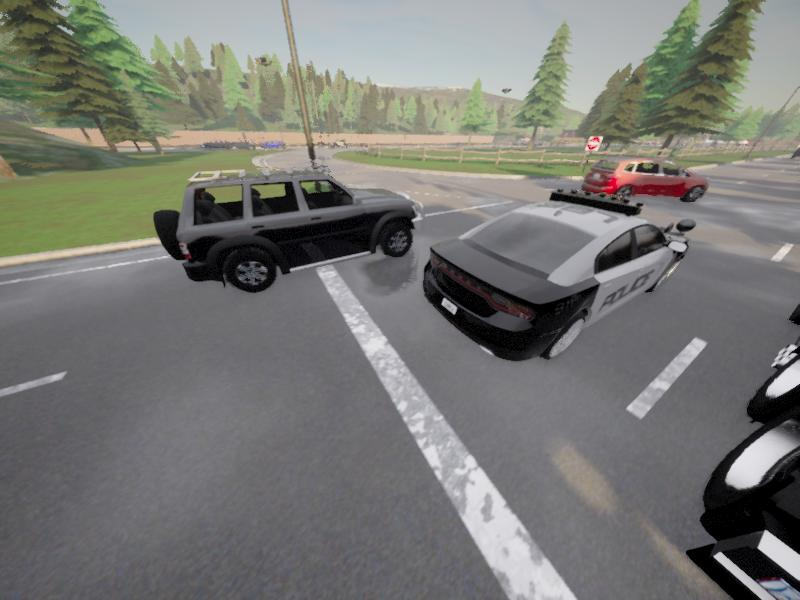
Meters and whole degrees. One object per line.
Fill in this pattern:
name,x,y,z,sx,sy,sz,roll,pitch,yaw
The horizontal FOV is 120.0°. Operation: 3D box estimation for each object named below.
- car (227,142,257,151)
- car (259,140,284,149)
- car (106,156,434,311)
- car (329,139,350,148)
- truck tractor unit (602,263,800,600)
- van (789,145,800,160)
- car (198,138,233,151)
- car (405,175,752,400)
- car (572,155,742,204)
car,-29.233,-28.455,42.792,4.181,1.385,1.994,-18,39,-24
car,-29.185,-35.408,52.592,4.514,1.525,2.007,-18,39,-25
car,-1.810,-1.732,4.768,4.605,1.855,1.932,-18,39,-24
car,-15.521,-40.072,59.029,4.605,1.855,1.932,-18,39,-25
truck tractor unit,5.110,-0.301,0.784,6.516,4.208,3.053,-18,39,-24
van,61.774,-22.521,35.030,4.442,1.987,1.775,-18,39,-25
car,-34.430,-29.194,43.332,4.605,1.855,1.932,-18,39,-25
car,2.840,-0.826,3.746,5.238,1.638,1.930,-18,39,-24
car,11.209,-5.572,10.570,4.611,1.667,2.242,2,35,2
